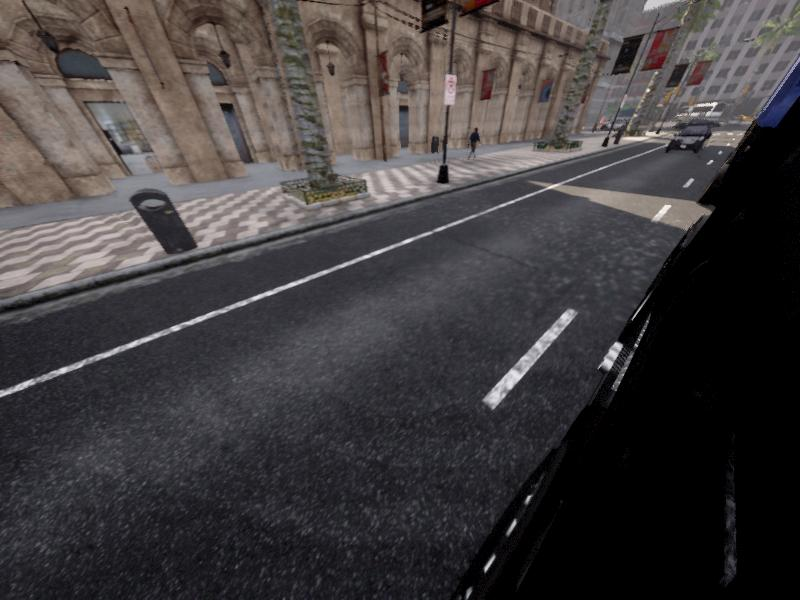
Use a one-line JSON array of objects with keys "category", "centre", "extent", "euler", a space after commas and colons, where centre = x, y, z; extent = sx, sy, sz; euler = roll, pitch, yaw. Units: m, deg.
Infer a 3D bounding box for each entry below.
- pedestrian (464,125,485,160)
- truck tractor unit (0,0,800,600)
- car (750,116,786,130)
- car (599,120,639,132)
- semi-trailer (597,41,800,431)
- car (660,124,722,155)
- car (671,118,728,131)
[{"category": "pedestrian", "centre": [4.886, -10.363, 15.251], "extent": [0.751, 1.860, 0.751], "euler": [-29, 44, -30]}, {"category": "truck tractor unit", "centre": [2.645, -0.295, 0.351], "extent": [6.516, 4.208, 3.053], "euler": [-28, 44, -30]}, {"category": "car", "centre": [52.699, -25.437, 33.151], "extent": [4.792, 1.488, 2.163], "euler": [-28, 44, -29]}, {"category": "car", "centre": [41.165, -32.778, 43.506], "extent": [2.038, 1.542, 4.974], "euler": [-28, 44, -30]}, {"category": "semi-trailer", "centre": [8.704, -3.598, 4.227], "extent": [14.254, 4.402, 2.717], "euler": [-28, 44, -30]}, {"category": "car", "centre": [20.295, -11.246, 16.116], "extent": [3.633, 1.501, 1.845], "euler": [-28, 44, -29]}, {"category": "car", "centre": [48.797, -28.787, 37.889], "extent": [5.357, 1.411, 2.033], "euler": [19, 42, 25]}]
